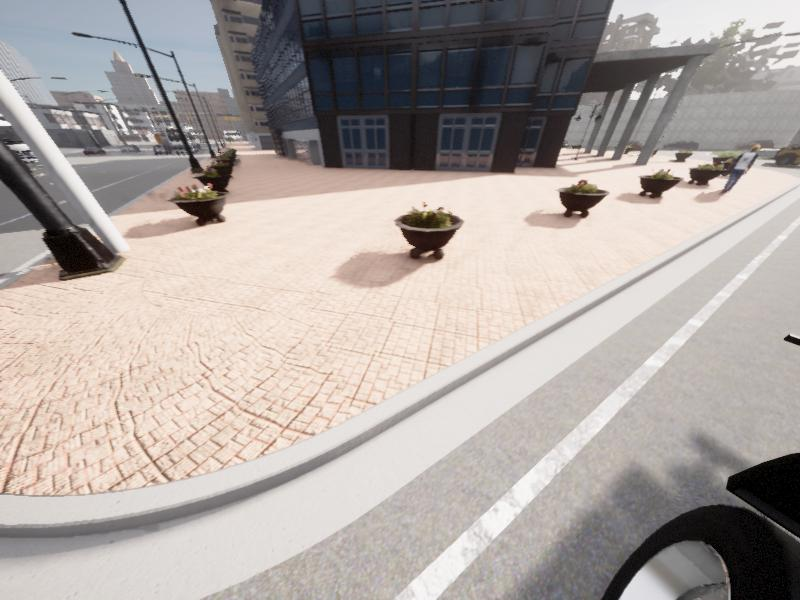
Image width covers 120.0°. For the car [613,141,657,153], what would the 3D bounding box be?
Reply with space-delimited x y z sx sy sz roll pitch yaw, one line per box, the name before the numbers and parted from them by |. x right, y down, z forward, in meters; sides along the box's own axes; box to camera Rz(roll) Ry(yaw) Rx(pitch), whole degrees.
car | 41.166 -27.039 40.724 2.152 1.651 5.027 -7 36 -10

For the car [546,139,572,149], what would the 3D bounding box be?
car | 33.437 -32.828 48.682 1.851 1.617 3.988 -15 38 -20

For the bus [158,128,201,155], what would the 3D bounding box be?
bus | -45.279 -33.010 47.989 3.944 4.253 10.273 -19 40 -25

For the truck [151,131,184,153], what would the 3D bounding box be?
truck | -52.263 -35.872 52.265 2.891 3.827 8.468 -19 41 -25

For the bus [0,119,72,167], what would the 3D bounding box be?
bus | -45.495 -18.887 27.846 3.944 4.253 10.273 -26 42 -32

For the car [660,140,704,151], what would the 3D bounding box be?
car | 55.723 -30.654 45.816 5.027 1.651 2.152 22 41 28

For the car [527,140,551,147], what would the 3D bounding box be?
car | 33.149 -37.425 55.257 1.994 1.385 4.181 -18 39 -23

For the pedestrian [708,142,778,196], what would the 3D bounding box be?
pedestrian | 14.263 -5.476 9.672 0.751 1.860 0.751 -19 40 -25

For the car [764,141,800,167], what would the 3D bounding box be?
car | 35.811 -12.343 19.619 1.932 1.855 4.605 -7 36 -10

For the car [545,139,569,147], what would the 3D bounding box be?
car | 39.295 -39.395 57.975 2.007 1.525 4.514 -18 39 -23

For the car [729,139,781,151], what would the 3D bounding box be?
car | 64.858 -28.407 42.283 4.553 1.767 2.097 10 37 14

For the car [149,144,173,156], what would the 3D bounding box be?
car | -46.546 -29.341 45.099 2.033 1.649 4.856 -19 40 -25
